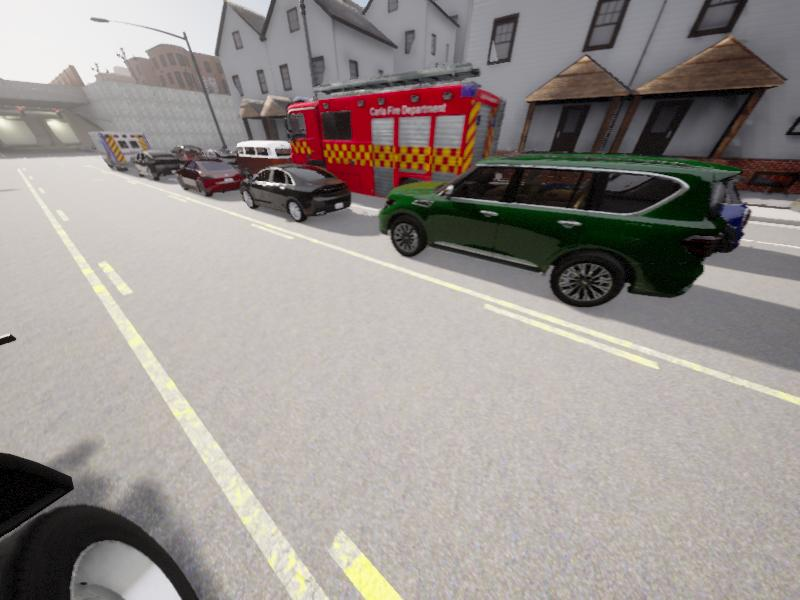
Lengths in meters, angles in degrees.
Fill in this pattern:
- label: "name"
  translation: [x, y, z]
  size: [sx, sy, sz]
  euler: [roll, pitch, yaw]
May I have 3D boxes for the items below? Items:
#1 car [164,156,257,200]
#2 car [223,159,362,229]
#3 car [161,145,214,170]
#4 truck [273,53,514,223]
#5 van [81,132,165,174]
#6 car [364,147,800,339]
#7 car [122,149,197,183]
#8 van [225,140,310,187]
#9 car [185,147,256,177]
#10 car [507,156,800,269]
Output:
- label: "car"
  translation: [-9.280, -6.117, 11.319]
  size: [4.181, 1.385, 1.994]
  euler: [24, 41, 29]
- label: "car"
  translation: [-3.858, -3.968, 8.213]
  size: [4.892, 1.490, 1.837]
  euler: [22, 41, 28]
- label: "car"
  translation: [-18.263, -12.363, 19.891]
  size: [3.988, 1.617, 1.851]
  euler: [22, 41, 28]
- label: "truck"
  translation: [-0.776, -6.129, 9.287]
  size: [8.468, 3.827, 2.891]
  euler: [22, 41, 28]
- label: "van"
  translation: [-21.771, -11.671, 18.164]
  size: [6.366, 2.431, 2.351]
  euler: [22, 41, 28]
- label: "car"
  translation: [2.175, -1.732, 4.616]
  size: [5.566, 2.045, 2.150]
  euler: [22, 41, 28]
- label: "car"
  translation: [-15.471, -8.711, 14.833]
  size: [4.892, 1.490, 1.837]
  euler: [22, 41, 28]
- label: "van"
  translation: [-7.926, -8.314, 13.869]
  size: [4.480, 2.038, 2.069]
  euler: [22, 41, 28]
- label: "car"
  translation: [-13.197, -10.247, 17.020]
  size: [4.902, 1.511, 2.128]
  euler: [22, 41, 28]
- label: "car"
  translation: [5.719, -2.642, 6.162]
  size: [4.553, 1.767, 2.097]
  euler: [22, 41, 28]
